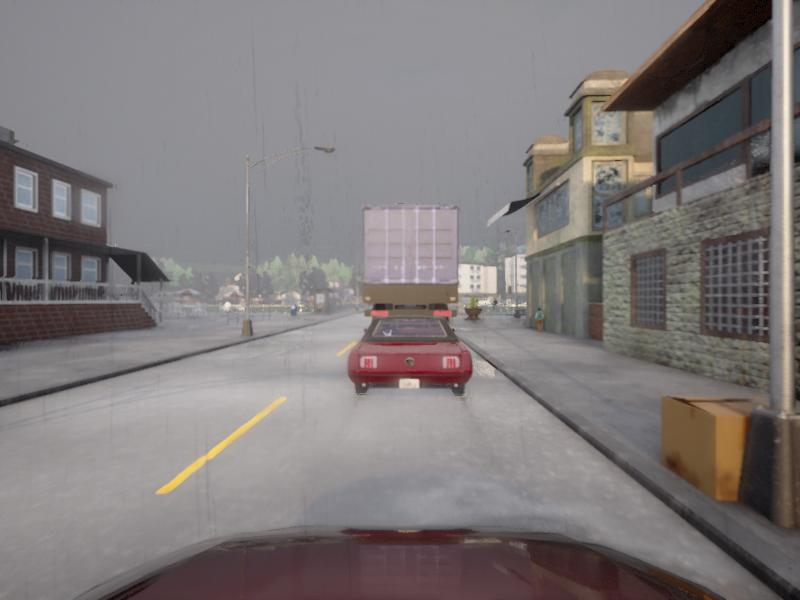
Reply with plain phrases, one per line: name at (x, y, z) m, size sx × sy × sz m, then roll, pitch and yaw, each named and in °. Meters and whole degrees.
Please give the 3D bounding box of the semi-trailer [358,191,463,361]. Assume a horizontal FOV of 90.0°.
semi-trailer at (0.437, -0.619, 17.491) m, size 2.717 × 4.402 × 14.254 m, roll 0°, pitch 0°, yaw 1°

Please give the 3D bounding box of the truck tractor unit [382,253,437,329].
truck tractor unit at (0.618, -0.524, 25.401) m, size 3.053 × 4.208 × 6.516 m, roll 0°, pitch 0°, yaw 1°

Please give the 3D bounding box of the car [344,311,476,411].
car at (0.191, 0.949, 8.121) m, size 1.895 × 1.301 × 4.718 m, roll 0°, pitch 0°, yaw 1°

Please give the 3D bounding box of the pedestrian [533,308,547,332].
pedestrian at (6.452, 0.912, 18.494) m, size 0.500 × 1.100 × 0.500 m, roll 0°, pitch 0°, yaw 3°
